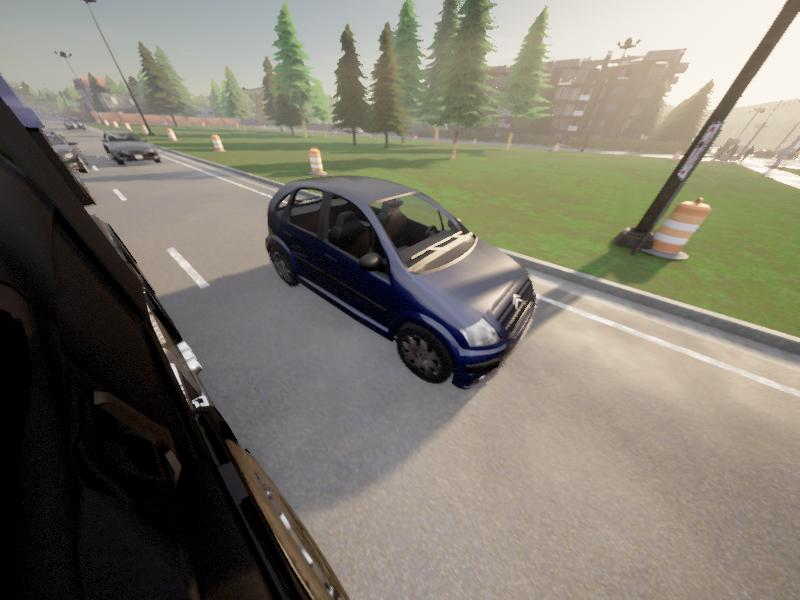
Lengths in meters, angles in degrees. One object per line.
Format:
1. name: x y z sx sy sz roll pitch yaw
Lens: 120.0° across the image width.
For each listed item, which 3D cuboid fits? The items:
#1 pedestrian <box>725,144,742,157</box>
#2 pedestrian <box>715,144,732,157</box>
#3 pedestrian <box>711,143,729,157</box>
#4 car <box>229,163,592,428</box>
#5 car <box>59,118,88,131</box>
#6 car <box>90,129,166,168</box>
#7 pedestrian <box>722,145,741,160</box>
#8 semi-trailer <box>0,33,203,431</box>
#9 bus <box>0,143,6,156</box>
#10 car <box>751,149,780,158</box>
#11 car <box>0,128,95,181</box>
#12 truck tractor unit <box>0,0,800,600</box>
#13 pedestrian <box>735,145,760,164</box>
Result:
1. pedestrian: 58.443 -26.184 40.476 0.751 1.860 0.751 22 41 24
2. pedestrian: 55.061 -25.470 39.330 0.751 1.860 0.751 -26 45 -33
3. pedestrian: 55.189 -25.891 39.903 0.751 1.860 0.751 -4 37 -8
4. car: -0.226 -0.690 3.211 3.988 1.617 1.851 28 43 30
5. car: -49.643 -26.687 35.137 3.806 1.475 1.970 28 43 30
6. car: -15.244 -8.556 12.945 4.193 1.474 1.816 28 43 30
7. pedestrian: 50.652 -22.509 35.342 0.751 1.860 0.751 30 44 31
8. semi-trailer: -8.773 -3.547 4.163 14.254 4.402 2.717 27 43 29
9. bus: -23.910 -8.913 10.567 10.273 4.253 3.944 28 43 30
10. car: 75.710 -30.358 47.914 1.895 1.301 4.718 28 43 30
11. car: -15.733 -6.625 10.296 4.902 1.511 2.128 31 45 33
12. truck tractor unit: -2.645 -0.295 0.351 6.516 4.208 3.053 28 44 30
13. pedestrian: 43.264 -18.151 28.791 0.751 1.860 0.751 29 44 31
